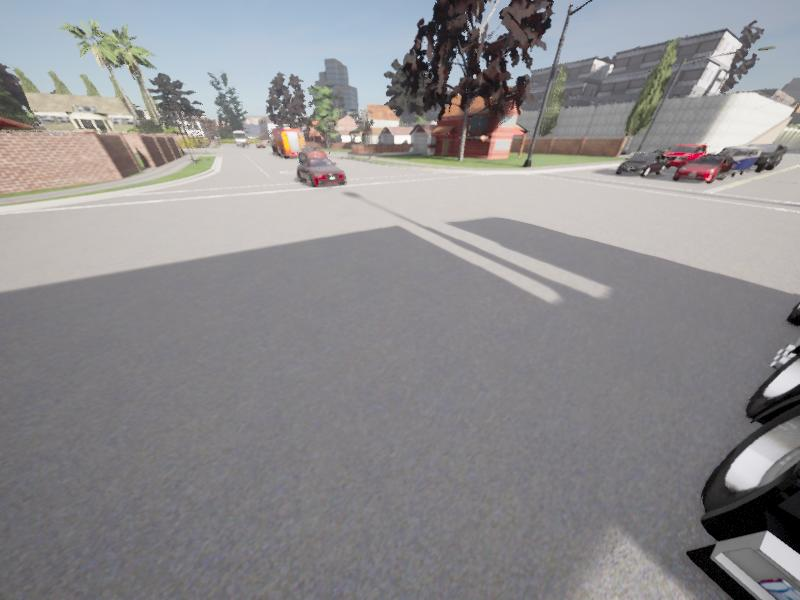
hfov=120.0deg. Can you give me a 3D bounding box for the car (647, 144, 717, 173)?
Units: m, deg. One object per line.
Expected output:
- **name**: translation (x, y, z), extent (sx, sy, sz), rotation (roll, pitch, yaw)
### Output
- **car**: translation (26.090, -13.213, 21.396), extent (5.566, 2.045, 2.150), rotation (-18, 39, -24)

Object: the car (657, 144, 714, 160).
- **car**: translation (41.447, -21.612, 33.714), extent (1.932, 1.855, 4.605), rotation (-16, 37, -23)

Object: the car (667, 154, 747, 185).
- **car**: translation (21.025, -9.048, 15.839), extent (4.514, 1.525, 2.007), rotation (-18, 39, -24)

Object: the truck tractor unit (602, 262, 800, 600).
- **truck tractor unit**: translation (5.111, -0.299, 0.789), extent (6.516, 4.208, 3.053), rotation (-18, 39, -24)

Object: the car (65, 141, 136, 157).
- **car**: translation (-37.905, -19.329, 29.526), extent (5.027, 1.636, 2.152), rotation (-19, 39, -26)

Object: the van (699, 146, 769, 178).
- **van**: translation (26.300, -10.971, 18.235), extent (4.442, 1.987, 1.775), rotation (-18, 39, -24)

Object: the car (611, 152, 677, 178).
- **car**: translation (19.463, -10.838, 18.423), extent (4.892, 1.490, 1.837), rotation (-18, 39, -24)

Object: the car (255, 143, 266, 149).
- **car**: translation (-39.159, -43.283, 64.708), extent (1.895, 1.301, 4.718), rotation (-19, 39, -26)

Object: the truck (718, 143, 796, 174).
- **truck**: translation (32.724, -13.068, 21.191), extent (6.274, 2.098, 2.390), rotation (-18, 39, -24)

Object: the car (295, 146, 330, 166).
- **car**: translation (-9.702, -16.027, 25.540), extent (2.152, 1.651, 5.027), rotation (-19, 39, -26)

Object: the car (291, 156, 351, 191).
- **car**: translation (-4.805, -7.740, 13.901), extent (1.994, 1.385, 4.181), rotation (-21, 40, -28)

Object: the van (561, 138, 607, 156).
- **van**: translation (34.386, -28.845, 43.455), extent (1.988, 2.561, 5.915), rotation (-19, 39, -25)

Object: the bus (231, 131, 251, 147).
- **bus**: translation (-53.261, -53.937, 77.299), extent (3.944, 4.253, 10.273), rotation (-19, 39, -26)

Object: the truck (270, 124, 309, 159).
- **truck**: translation (-16.171, -22.944, 33.491), extent (2.891, 3.827, 8.468), rotation (-19, 39, -26)

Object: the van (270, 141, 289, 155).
- **van**: translation (-20.981, -26.502, 40.166), extent (1.775, 1.987, 4.442), rotation (-21, 40, -28)
